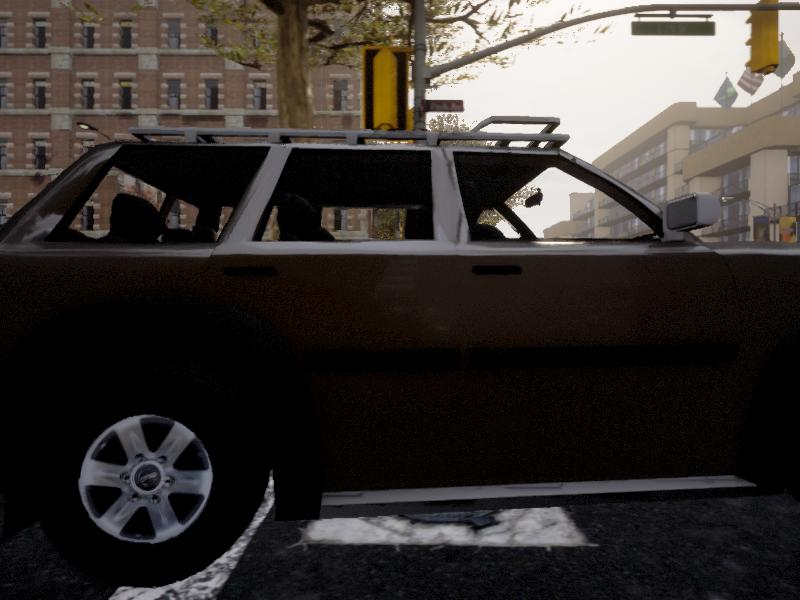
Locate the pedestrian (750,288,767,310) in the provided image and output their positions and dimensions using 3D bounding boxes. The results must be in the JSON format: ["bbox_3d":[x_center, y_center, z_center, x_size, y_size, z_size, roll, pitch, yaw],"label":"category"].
[{"bbox_3d":[29.863,-0.078,33.344,0.751,1.860,0.751,0,0,-2],"label":"pedestrian"}]

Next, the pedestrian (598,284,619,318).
[{"bbox_3d":[11.539,0.051,22.159,0.751,1.860,0.751,0,0,-17],"label":"pedestrian"}]

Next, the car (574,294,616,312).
[{"bbox_3d":[16.835,0.248,34.773,1.845,1.501,3.633,0,0,0],"label":"car"}]

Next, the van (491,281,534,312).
[{"bbox_3d":[9.849,-0.267,35.628,1.988,2.561,5.915,0,0,-1],"label":"van"}]

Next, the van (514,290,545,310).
[{"bbox_3d":[13.308,0.014,41.449,1.775,1.987,4.442,0,0,0],"label":"van"}]

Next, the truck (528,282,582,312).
[{"bbox_3d":[13.364,-0.228,34.950,2.627,2.467,5.204,0,0,-1],"label":"truck"}]

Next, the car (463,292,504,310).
[{"bbox_3d":[8.931,0.106,43.164,2.097,1.767,4.553,0,0,-24],"label":"car"}]

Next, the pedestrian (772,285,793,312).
[{"bbox_3d":[26.424,-0.082,27.656,0.751,1.860,0.751,0,0,-3],"label":"pedestrian"}]

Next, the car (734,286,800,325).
[{"bbox_3d":[17.013,0.233,17.411,1.789,1.549,3.705,0,0,0],"label":"car"}]

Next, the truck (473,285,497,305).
[{"bbox_3d":[16.498,-0.905,78.211,2.891,3.827,8.468,0,0,0],"label":"truck"}]

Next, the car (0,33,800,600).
[{"bbox_3d":[0.396,0.055,2.356,4.605,1.855,1.932,-1,0,-4],"label":"car"}]
